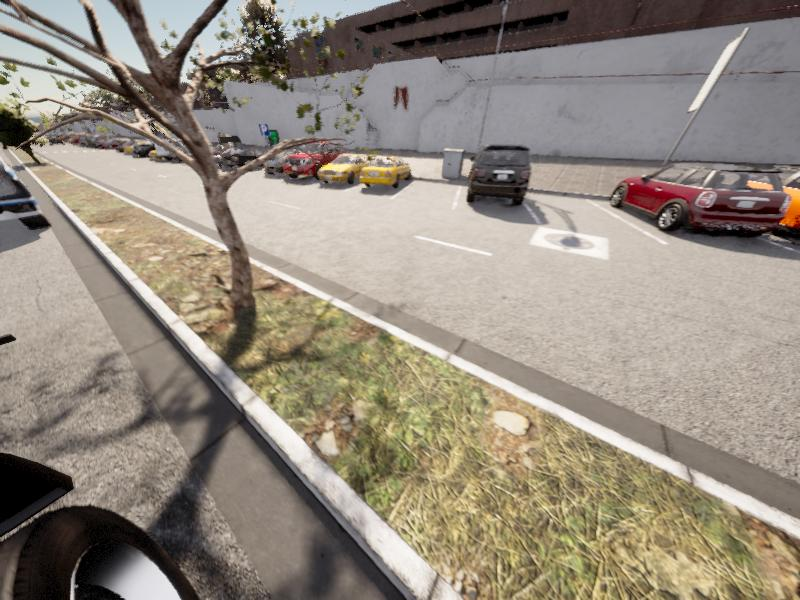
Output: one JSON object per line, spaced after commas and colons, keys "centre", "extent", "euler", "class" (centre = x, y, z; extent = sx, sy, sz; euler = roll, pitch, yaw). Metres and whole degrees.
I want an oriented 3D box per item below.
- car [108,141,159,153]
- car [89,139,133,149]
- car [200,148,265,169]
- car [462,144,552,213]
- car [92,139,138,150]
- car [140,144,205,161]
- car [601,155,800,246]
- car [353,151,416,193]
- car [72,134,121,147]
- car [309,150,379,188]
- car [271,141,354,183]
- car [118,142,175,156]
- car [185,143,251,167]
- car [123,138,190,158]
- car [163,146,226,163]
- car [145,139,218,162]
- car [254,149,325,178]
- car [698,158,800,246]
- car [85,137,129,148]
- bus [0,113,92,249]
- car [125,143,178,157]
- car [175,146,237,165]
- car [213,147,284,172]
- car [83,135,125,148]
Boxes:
{"centre": [-42.432, -24.494, 36.966], "extent": [2.163, 1.488, 4.792], "euler": [10, 36, 11], "class": "car"}
{"centre": [-54.720, -29.646, 43.909], "extent": [2.002, 1.452, 4.674], "euler": [10, 36, 12], "class": "car"}
{"centre": [-15.381, -13.356, 21.648], "extent": [2.002, 1.452, 4.674], "euler": [9, 35, 12], "class": "car"}
{"centre": [4.276, -5.668, 10.241], "extent": [2.435, 2.045, 5.566], "euler": [9, 35, 12], "class": "car"}
{"centre": [-52.261, -28.610, 42.498], "extent": [2.163, 1.488, 4.792], "euler": [10, 36, 11], "class": "car"}
{"centre": [-27.722, -18.300, 28.492], "extent": [1.946, 1.575, 5.366], "euler": [10, 36, 12], "class": "car"}
{"centre": [9.177, -3.527, 7.459], "extent": [2.185, 1.767, 4.553], "euler": [9, 35, 12], "class": "car"}
{"centre": [-0.595, -7.542, 13.316], "extent": [1.946, 1.575, 5.366], "euler": [9, 35, 12], "class": "car"}
{"centre": [-64.480, -33.961, 49.218], "extent": [2.435, 2.045, 5.566], "euler": [10, 36, 11], "class": "car"}
{"centre": [-3.142, -8.334, 14.424], "extent": [1.946, 1.575, 5.366], "euler": [9, 35, 12], "class": "car"}
{"centre": [-5.552, -9.616, 15.818], "extent": [2.435, 2.045, 5.566], "euler": [9, 35, 12], "class": "car"}
{"centre": [-37.469, -22.582, 34.350], "extent": [1.946, 1.575, 5.366], "euler": [9, 36, 12], "class": "car"}
{"centre": [-17.828, -14.503, 22.985], "extent": [2.185, 1.767, 4.553], "euler": [9, 35, 12], "class": "car"}
{"centre": [-32.590, -20.616, 31.260], "extent": [2.435, 2.045, 5.566], "euler": [10, 36, 11], "class": "car"}
{"centre": [-22.756, -16.376, 25.883], "extent": [2.163, 1.488, 4.792], "euler": [9, 35, 12], "class": "car"}
{"centre": [-25.208, -17.610, 27.122], "extent": [2.435, 2.045, 5.566], "euler": [9, 35, 12], "class": "car"}
{"centre": [-8.014, -10.376, 17.386], "extent": [2.163, 1.488, 4.792], "euler": [9, 35, 12], "class": "car"}
{"centre": [11.658, -2.556, 6.109], "extent": [2.185, 1.767, 4.553], "euler": [9, 35, 12], "class": "car"}
{"centre": [-57.164, -30.789, 45.166], "extent": [2.185, 1.767, 4.553], "euler": [9, 36, 12], "class": "car"}
{"centre": [-14.234, -4.463, 6.504], "extent": [10.273, 4.253, 3.944], "euler": [22, 40, 28], "class": "bus"}
{"centre": [-35.050, -21.422, 32.842], "extent": [2.002, 1.452, 4.674], "euler": [10, 36, 11], "class": "car"}
{"centre": [-20.293, -15.344, 24.462], "extent": [2.002, 1.452, 4.674], "euler": [10, 35, 12], "class": "car"}
{"centre": [-12.930, -12.393, 20.210], "extent": [2.097, 1.535, 5.008], "euler": [9, 35, 12], "class": "car"}
{"centre": [-59.567, -31.975, 46.601], "extent": [1.878, 1.987, 4.442], "euler": [9, 36, 12], "class": "car"}
